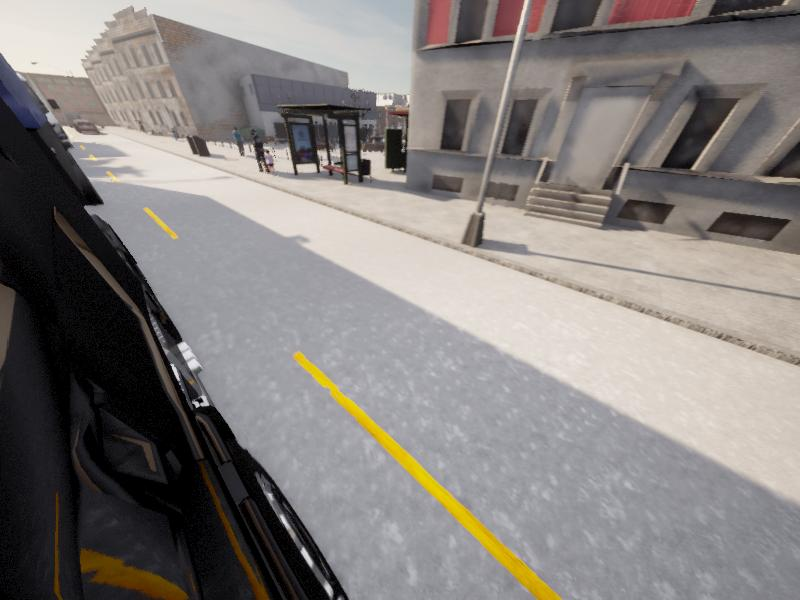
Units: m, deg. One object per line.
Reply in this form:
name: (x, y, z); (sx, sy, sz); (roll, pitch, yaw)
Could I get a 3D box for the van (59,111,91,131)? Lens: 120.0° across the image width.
van: (-56.254, -31.029, 39.946); (5.915, 2.561, 1.988); (28, 43, 30)

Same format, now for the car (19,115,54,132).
car: (-49.960, -24.359, 31.841); (5.238, 1.638, 1.930); (28, 43, 30)

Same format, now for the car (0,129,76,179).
car: (-17.166, -6.850, 10.613); (5.357, 1.411, 2.033); (28, 43, 30)

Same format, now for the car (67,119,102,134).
car: (-43.625, -24.034, 31.959); (4.792, 1.488, 2.163); (28, 43, 30)

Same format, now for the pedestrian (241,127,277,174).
pedestrian: (-6.805, -7.219, 11.193); (0.751, 1.860, 0.751); (25, 42, 27)

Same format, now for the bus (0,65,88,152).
bus: (-27.816, -13.778, 16.852); (10.273, 4.253, 3.944); (28, 43, 30)

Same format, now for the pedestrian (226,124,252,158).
pedestrian: (-10.936, -10.768, 15.707); (0.751, 1.860, 0.751); (-27, 46, -34)

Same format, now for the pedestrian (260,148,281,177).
pedestrian: (-6.100, -6.501, 10.909); (0.500, 1.100, 0.500); (-28, 46, -34)

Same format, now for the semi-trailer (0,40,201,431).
semi-trailer: (-8.694, -3.598, 4.246); (14.254, 4.402, 2.717); (28, 43, 30)

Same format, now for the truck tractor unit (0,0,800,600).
truck tractor unit: (-2.645, -0.295, 0.351); (6.516, 4.208, 3.053); (28, 44, 30)
